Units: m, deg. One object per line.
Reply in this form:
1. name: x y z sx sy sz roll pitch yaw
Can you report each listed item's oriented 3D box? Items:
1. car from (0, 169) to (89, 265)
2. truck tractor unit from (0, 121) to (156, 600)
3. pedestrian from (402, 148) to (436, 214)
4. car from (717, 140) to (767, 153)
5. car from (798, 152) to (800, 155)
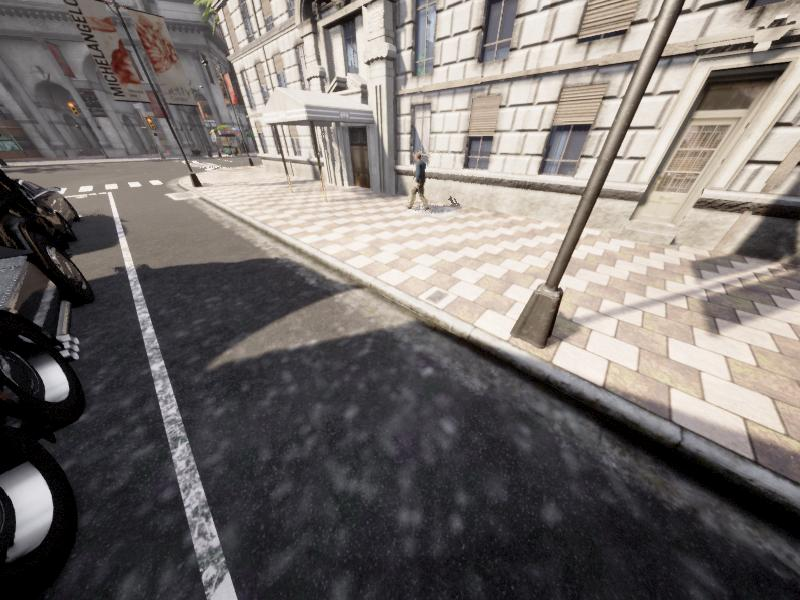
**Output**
1. car: -10.634 -2.441 6.256 4.902 1.511 2.128 28 44 34
2. truck tractor unit: -4.848 -0.504 1.069 6.516 4.208 3.053 28 44 34
3. pedestrian: 0.608 -3.981 7.766 0.751 1.860 0.751 26 43 33
4. car: 61.814 -27.864 41.862 1.932 1.855 4.605 -21 40 -27
5. car: 64.464 -22.729 34.777 1.851 1.617 3.988 -1 35 -1
